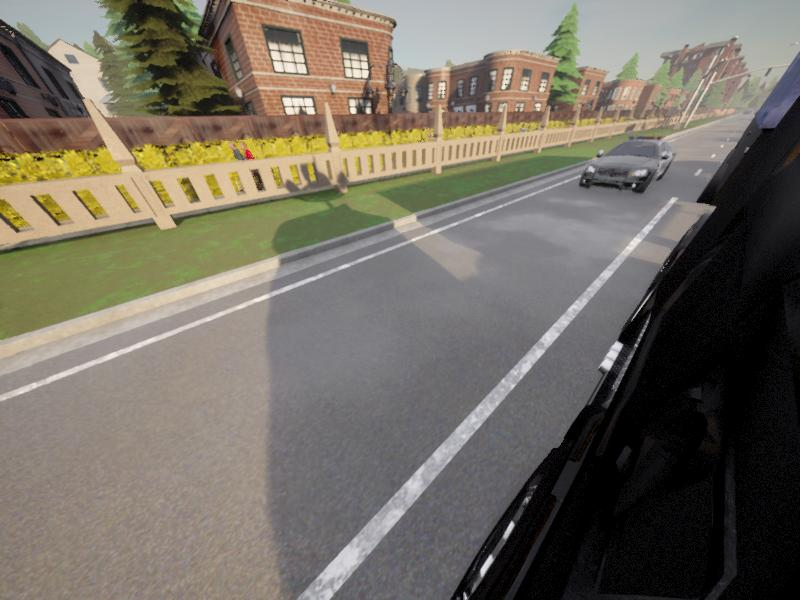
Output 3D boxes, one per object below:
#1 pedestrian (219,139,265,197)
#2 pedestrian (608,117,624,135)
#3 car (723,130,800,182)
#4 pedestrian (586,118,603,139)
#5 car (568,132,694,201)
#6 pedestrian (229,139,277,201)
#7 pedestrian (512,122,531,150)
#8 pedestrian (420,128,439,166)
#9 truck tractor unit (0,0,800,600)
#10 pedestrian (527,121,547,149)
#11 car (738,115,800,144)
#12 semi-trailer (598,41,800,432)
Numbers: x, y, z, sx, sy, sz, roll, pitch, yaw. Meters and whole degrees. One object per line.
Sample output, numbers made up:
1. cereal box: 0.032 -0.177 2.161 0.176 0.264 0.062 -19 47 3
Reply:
1. pedestrian: -6.233 -5.223 9.175 0.751 1.860 0.751 -29 44 -30
2. pedestrian: 28.292 -22.803 30.242 0.751 1.860 0.751 -28 44 -30
3. car: 15.662 -6.120 9.618 4.181 1.385 1.994 -28 44 -30
4. pedestrian: 22.052 -19.451 26.204 0.751 1.860 0.751 -28 44 -30
5. car: 8.804 -5.258 8.779 4.974 1.542 2.038 -29 44 -29
6. pedestrian: -5.409 -4.810 8.571 0.751 1.860 0.751 -29 44 -30
7. pedestrian: 10.373 -14.046 19.802 0.751 1.860 0.751 -25 42 -26
8. pedestrian: 1.759 -9.231 13.968 0.751 1.860 0.751 -23 41 -25
9. truck tractor unit: 2.645 -0.295 0.351 6.516 4.208 3.053 -28 44 -30
10. pedestrian: 11.510 -13.843 19.454 0.751 1.860 0.751 -26 43 -28
11. car: 30.168 -14.034 18.945 5.027 1.651 2.152 -28 44 -30
12. semi-trailer: 8.687 -3.626 4.220 14.254 4.402 2.717 -28 44 -30
